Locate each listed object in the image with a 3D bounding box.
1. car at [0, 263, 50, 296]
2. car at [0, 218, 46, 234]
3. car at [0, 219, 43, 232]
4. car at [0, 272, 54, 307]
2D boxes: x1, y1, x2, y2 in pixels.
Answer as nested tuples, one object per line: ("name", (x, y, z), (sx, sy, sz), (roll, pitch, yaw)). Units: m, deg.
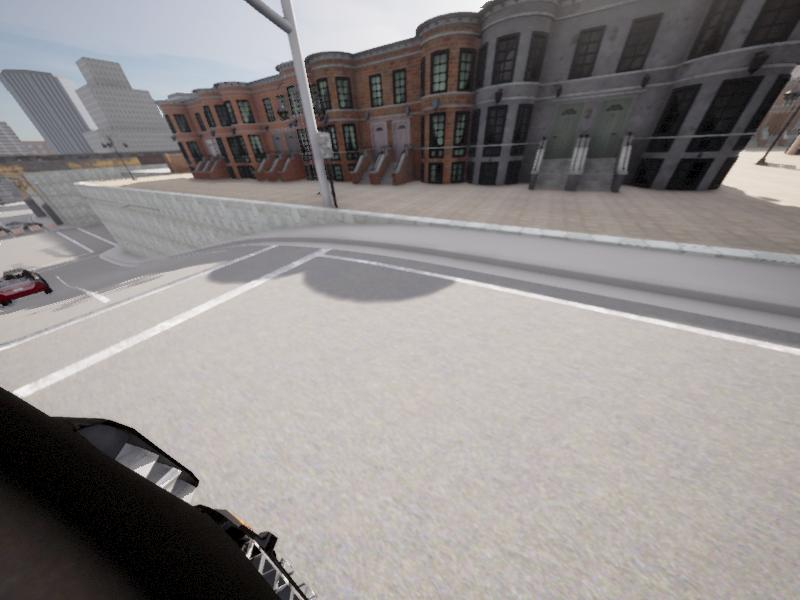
("car", (-34.956, -1.993, 21.355), (4.605, 1.855, 1.932), (10, 35, 30))
("car", (-71.954, -14.077, 43.752), (4.974, 1.542, 2.038), (-20, 37, -24))
("car", (-72.005, -14.191, 43.643), (4.536, 1.218, 1.853), (-20, 37, -24))
("car", (-25.362, -0.747, 15.455), (4.181, 1.385, 1.994), (3, 31, 34))
